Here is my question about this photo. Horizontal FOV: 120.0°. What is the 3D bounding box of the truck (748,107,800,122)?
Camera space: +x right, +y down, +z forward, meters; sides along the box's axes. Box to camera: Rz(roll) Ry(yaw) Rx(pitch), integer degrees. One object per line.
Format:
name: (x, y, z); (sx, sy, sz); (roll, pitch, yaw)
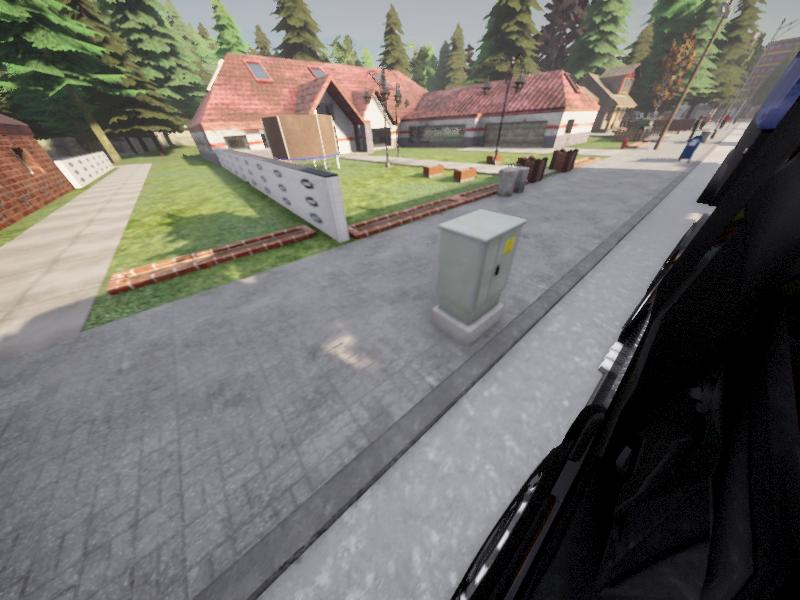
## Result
truck: (77.347, -38.108, 47.506); (6.274, 2.098, 2.390); (1, 37, 5)

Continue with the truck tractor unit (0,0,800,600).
truck tractor unit: (2.645, -0.295, 0.351); (6.516, 4.208, 3.053); (-28, 44, -30)

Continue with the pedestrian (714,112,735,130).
pedestrian: (42.529, -23.432, 30.268); (0.751, 1.860, 0.751); (-27, 43, -29)

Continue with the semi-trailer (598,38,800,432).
semi-trailer: (8.682, -3.628, 4.225); (14.254, 4.402, 2.717); (-28, 44, -30)

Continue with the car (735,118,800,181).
car: (16.156, -6.215, 9.399); (4.605, 1.855, 1.932); (-24, 42, -28)

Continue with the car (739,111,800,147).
car: (27.407, -12.557, 16.975); (3.866, 1.878, 1.905); (-28, 43, -28)

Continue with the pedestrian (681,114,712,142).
pedestrian: (25.223, -14.622, 19.691); (0.751, 1.860, 0.751); (22, 43, 29)
